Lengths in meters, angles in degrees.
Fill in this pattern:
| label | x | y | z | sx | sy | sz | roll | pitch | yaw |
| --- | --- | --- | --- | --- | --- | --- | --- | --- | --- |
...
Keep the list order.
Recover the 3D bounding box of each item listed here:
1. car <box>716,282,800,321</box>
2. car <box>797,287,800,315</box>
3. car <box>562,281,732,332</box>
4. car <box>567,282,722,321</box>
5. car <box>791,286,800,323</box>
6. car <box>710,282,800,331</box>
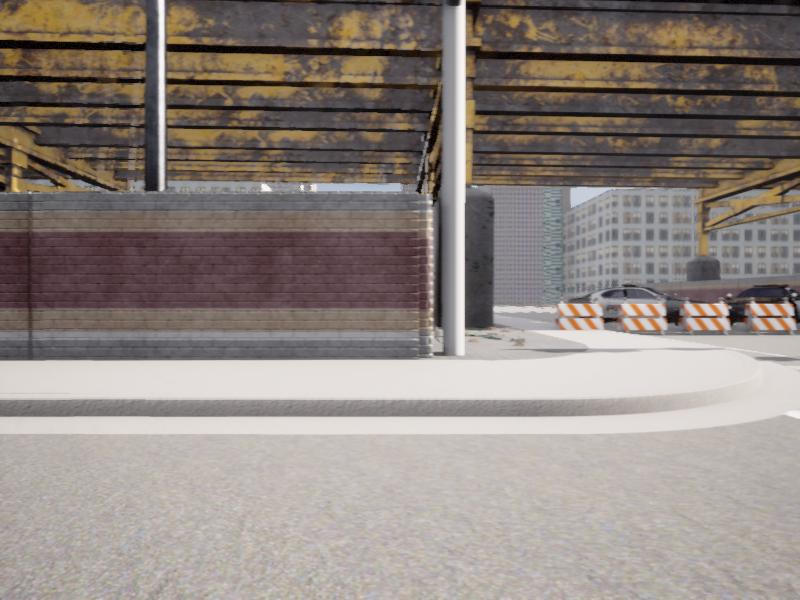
| label | x | y | z | sx | sy | sz | roll | pitch | yaw |
| --- | --- | --- | --- | --- | --- | --- | --- | --- | --- |
| car | 13.478 | 0.043 | 14.673 | 4.536 | 1.218 | 1.853 | 0 | 0 | -36 |
| car | 18.758 | 0.045 | 15.456 | 4.536 | 1.218 | 1.853 | 0 | 0 | 29 |
| car | 8.828 | 0.199 | 14.632 | 4.974 | 1.542 | 2.038 | 0 | 0 | 44 |
| car | 8.790 | 0.041 | 14.668 | 4.536 | 1.218 | 1.853 | 0 | 0 | 44 |
| car | 18.803 | 0.202 | 15.431 | 4.974 | 1.542 | 2.038 | 0 | 0 | 29 |
| car | 13.436 | 0.201 | 14.642 | 4.974 | 1.542 | 2.038 | 0 | 0 | -36 |
